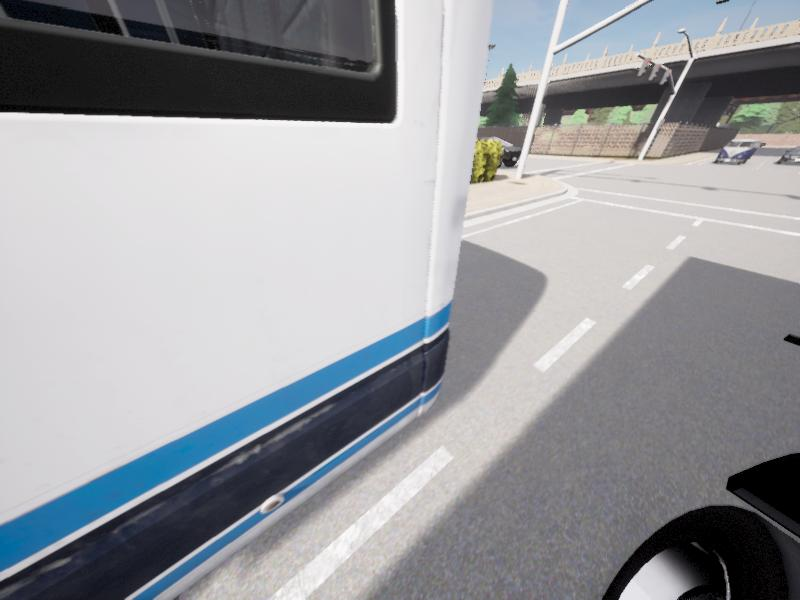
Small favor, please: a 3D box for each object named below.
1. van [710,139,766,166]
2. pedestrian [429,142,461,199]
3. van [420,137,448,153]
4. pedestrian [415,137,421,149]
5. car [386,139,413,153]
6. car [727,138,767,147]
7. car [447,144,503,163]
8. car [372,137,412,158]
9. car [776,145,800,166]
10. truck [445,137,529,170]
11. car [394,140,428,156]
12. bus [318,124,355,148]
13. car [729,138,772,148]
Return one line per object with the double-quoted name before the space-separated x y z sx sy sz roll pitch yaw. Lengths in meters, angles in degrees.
"van" 31.720 -13.935 21.701 4.442 1.987 1.775 -21 40 -26
"pedestrian" 1.755 -5.159 9.220 0.751 1.860 0.751 -18 39 -24
"van" 5.312 -24.614 36.671 1.775 1.987 4.442 -23 41 -28
"pedestrian" 3.459 -30.167 44.285 0.751 1.860 0.751 -25 42 -31
"car" -0.090 -25.413 37.970 2.097 1.767 4.553 -23 41 -28
"car" 81.128 -36.811 54.068 2.033 1.649 4.856 -22 41 -28
"car" 7.698 -15.495 24.354 2.033 1.411 5.357 -23 41 -28
"car" -1.075 -19.354 29.230 2.150 2.045 5.566 -23 41 -28
"car" 37.236 -13.459 21.490 4.674 1.442 1.812 -23 41 -29
"truck" 7.118 -12.777 19.924 2.390 2.098 6.274 -23 41 -28
"car" 1.370 -20.710 31.462 2.242 1.667 4.611 -23 41 -28
"bus" -14.972 -38.291 53.978 3.944 4.253 10.273 -23 41 -28
"car" 78.569 -35.259 51.891 2.033 1.649 4.856 -11 37 -15
